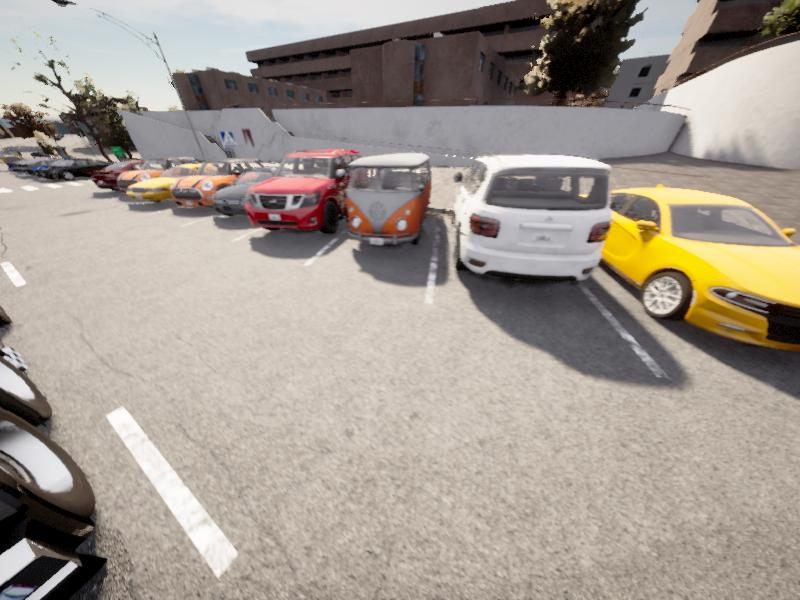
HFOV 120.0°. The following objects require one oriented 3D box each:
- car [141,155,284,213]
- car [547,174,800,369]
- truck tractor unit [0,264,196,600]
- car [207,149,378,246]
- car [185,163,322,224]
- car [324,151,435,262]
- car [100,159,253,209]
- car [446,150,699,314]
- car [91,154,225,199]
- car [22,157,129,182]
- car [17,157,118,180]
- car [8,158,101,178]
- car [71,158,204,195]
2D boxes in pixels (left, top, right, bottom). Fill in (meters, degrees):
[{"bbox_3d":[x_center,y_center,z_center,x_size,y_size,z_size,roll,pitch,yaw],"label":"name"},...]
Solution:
[{"bbox_3d":[-7.839,-5.478,10.503,2.185,1.767,4.553,5,34,9],"label":"car"},{"bbox_3d":[5.045,-1.214,4.365,2.097,1.535,5.008,6,35,8],"label":"car"},{"bbox_3d":[-5.117,-0.292,0.797,6.516,4.208,3.053,18,39,25],"label":"truck tractor unit"},{"bbox_3d":[-2.691,-3.906,7.898,2.435,2.045,5.566,6,34,8],"label":"car"},{"bbox_3d":[-5.267,-4.507,9.328,2.002,1.452,4.674,6,34,8],"label":"car"},{"bbox_3d":[-0.132,-3.008,6.605,1.878,1.987,4.442,6,34,8],"label":"car"},{"bbox_3d":[-10.447,-6.072,11.640,1.946,1.575,5.366,5,34,8],"label":"car"},{"bbox_3d":[2.464,-2.275,5.474,2.435,2.045,5.566,5,34,8],"label":"car"},{"bbox_3d":[-12.990,-7.103,13.002,2.185,1.767,4.553,5,34,9],"label":"car"},{"bbox_3d":[-28.445,-11.734,20.619,2.097,1.535,5.008,5,34,9],"label":"car"},{"bbox_3d":[-31.007,-12.507,21.889,2.097,1.535,5.008,5,34,9],"label":"car"},{"bbox_3d":[-36.111,-14.053,24.445,2.231,1.521,4.892,5,34,10],"label":"car"},{"bbox_3d":[-15.578,-7.782,14.294,2.097,1.535,5.008,5,34,9],"label":"car"}]
